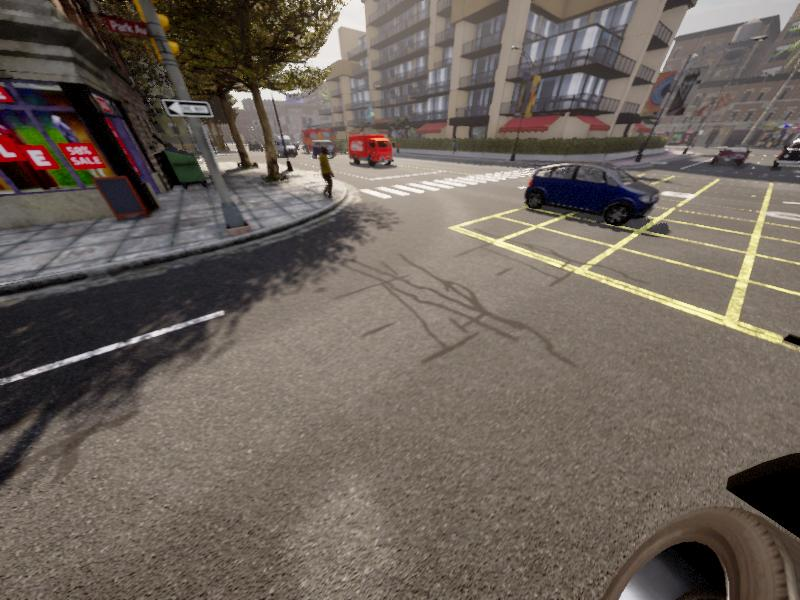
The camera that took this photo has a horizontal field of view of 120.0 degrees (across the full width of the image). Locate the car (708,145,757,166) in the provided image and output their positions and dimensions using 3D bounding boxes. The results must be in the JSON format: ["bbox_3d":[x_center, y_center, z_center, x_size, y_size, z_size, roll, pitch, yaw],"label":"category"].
[{"bbox_3d":[31.308,-13.630,21.742,4.674,1.442,1.812,-23,41,-29],"label":"car"}]

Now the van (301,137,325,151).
[{"bbox_3d":[-18.839,-33.859,50.001,2.351,2.431,6.366,-23,41,-29],"label":"van"}]

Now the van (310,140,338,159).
[{"bbox_3d":[-10.242,-20.230,30.977,1.775,1.987,4.442,-23,41,-29],"label":"van"}]

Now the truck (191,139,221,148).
[{"bbox_3d":[-59.080,-47.838,70.447,6.274,2.098,2.390,-13,37,-17],"label":"truck"}]

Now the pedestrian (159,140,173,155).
[{"bbox_3d":[-34.937,-22.764,34.575,0.751,1.860,0.751,-24,41,-29],"label":"pedestrian"}]

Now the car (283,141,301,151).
[{"bbox_3d":[-24.042,-34.181,51.183,1.930,1.638,5.238,-23,41,-29],"label":"car"}]

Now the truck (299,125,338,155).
[{"bbox_3d":[-14.072,-27.344,39.507,2.891,3.827,8.468,-23,41,-29],"label":"truck"}]

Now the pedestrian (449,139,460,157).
[{"bbox_3d":[6.902,-19.230,29.219,0.751,1.860,0.751,-19,39,-25],"label":"pedestrian"}]

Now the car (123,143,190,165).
[{"bbox_3d":[-26.693,-16.216,25.580,4.553,1.767,2.097,-21,40,-26],"label":"car"}]

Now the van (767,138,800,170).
[{"bbox_3d":[32.879,-12.041,18.957,4.480,2.038,2.069,-23,41,-29],"label":"van"}]

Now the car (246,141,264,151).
[{"bbox_3d":[-30.958,-32.820,49.181,2.097,1.767,4.553,-23,41,-29],"label":"car"}]

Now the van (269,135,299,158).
[{"bbox_3d":[-16.682,-22.055,33.138,1.988,2.561,5.915,-23,41,-29],"label":"van"}]

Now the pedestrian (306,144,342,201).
[{"bbox_3d":[-2.940,-4.987,9.089,0.751,1.860,0.751,27,43,33],"label":"pedestrian"}]

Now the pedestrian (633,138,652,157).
[{"bbox_3d":[28.435,-17.849,27.084,0.751,1.860,0.751,-24,42,-30],"label":"pedestrian"}]

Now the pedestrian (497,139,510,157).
[{"bbox_3d":[12.653,-18.555,28.215,0.751,1.860,0.751,-25,42,-31],"label":"pedestrian"}]

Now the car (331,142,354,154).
[{"bbox_3d":[-10.030,-26.662,40.499,2.007,1.525,4.514,-23,41,-29],"label":"car"}]

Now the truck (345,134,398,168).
[{"bbox_3d":[-2.831,-14.682,22.624,2.627,2.467,5.204,-23,41,-29],"label":"truck"}]

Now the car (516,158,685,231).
[{"bbox_3d":[6.379,-3.777,7.869,1.789,1.549,3.705,-23,41,-29],"label":"car"}]

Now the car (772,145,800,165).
[{"bbox_3d":[38.101,-14.019,22.239,4.674,1.442,1.812,-23,41,-29],"label":"car"}]
